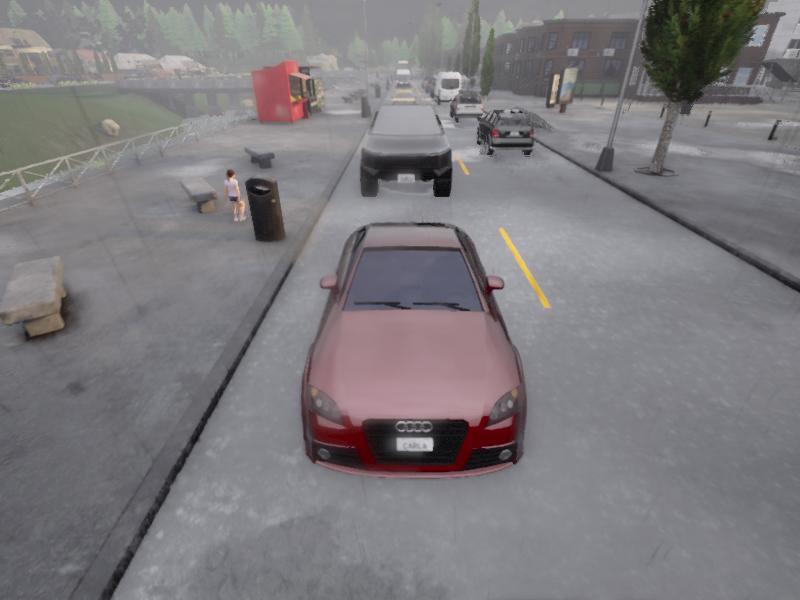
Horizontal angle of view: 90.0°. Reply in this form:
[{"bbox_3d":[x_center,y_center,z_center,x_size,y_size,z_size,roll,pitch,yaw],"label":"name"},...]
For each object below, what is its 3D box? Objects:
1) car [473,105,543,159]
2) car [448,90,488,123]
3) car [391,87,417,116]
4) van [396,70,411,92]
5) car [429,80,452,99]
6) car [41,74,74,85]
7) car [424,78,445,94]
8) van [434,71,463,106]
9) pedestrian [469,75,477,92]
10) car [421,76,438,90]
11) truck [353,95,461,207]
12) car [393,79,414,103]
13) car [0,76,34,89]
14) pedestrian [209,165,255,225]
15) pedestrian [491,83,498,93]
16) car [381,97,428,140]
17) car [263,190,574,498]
[{"bbox_3d":[4.198,-6.883,16.197,1.789,1.549,3.705,0,30,0],"label":"car"},{"bbox_3d":[4.264,-12.520,25.785,1.851,1.617,3.988,0,30,0],"label":"car"},{"bbox_3d":[0.292,-15.002,30.052,1.801,1.575,5.366,0,30,0],"label":"car"},{"bbox_3d":[0.452,-29.904,54.511,1.988,2.561,5.915,0,30,0],"label":"van"},{"bbox_3d":[4.371,-23.092,43.823,2.033,1.649,4.856,0,31,0],"label":"car"},{"bbox_3d":[-65.082,-42.061,76.196,2.033,1.649,4.856,0,30,0],"label":"car"},{"bbox_3d":[4.427,-27.768,51.887,2.242,1.667,4.611,0,30,0],"label":"car"},{"bbox_3d":[4.332,-19.474,36.741,1.988,2.561,5.915,0,30,0],"label":"van"},{"bbox_3d":[9.375,-27.792,51.365,0.751,1.860,0.751,-5,31,-8],"label":"pedestrian"},{"bbox_3d":[4.498,-33.482,61.656,2.242,1.667,4.611,0,30,0],"label":"car"},{"bbox_3d":[0.183,-4.823,12.147,2.390,2.098,6.274,0,31,0],"label":"truck"},{"bbox_3d":[0.351,-20.612,39.341,1.932,1.855,4.605,0,30,0],"label":"car"},{"bbox_3d":[-61.170,-34.656,63.665,1.851,1.617,3.988,0,30,0],"label":"car"},{"bbox_3d":[-3.504,-2.203,8.410,0.500,1.100,0.500,6,31,10],"label":"pedestrian"},{"bbox_3d":[11.520,-25.872,48.866,0.500,1.100,0.500,-4,31,-6],"label":"pedestrian"},{"bbox_3d":[0.239,-9.402,20.556,2.128,1.511,4.902,0,30,0],"label":"car"},{"bbox_3d":[0.130,-0.045,4.714,1.994,1.385,4.181,0,30,0],"label":"car"}]
